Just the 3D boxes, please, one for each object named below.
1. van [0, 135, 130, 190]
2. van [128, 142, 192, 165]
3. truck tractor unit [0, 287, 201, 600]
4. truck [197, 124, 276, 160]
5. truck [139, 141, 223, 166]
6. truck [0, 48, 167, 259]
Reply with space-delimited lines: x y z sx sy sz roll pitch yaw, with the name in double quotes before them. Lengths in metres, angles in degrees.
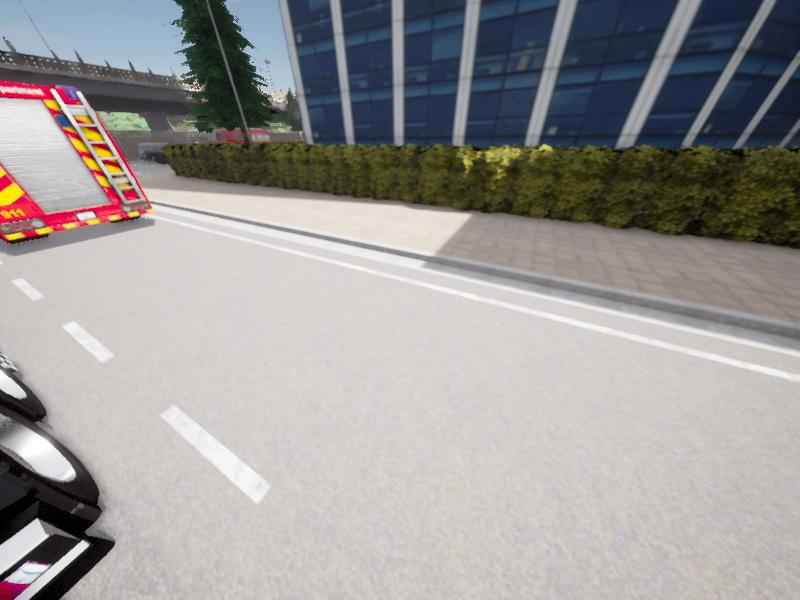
"van" -22.611 -9.406 15.547 2.351 2.431 6.366 -13 35 -10
"van" -27.999 -17.331 27.205 1.775 1.987 4.442 16 38 22
"truck tractor unit" -5.163 -0.241 0.736 6.516 4.208 3.053 16 38 23
"truck" -23.432 -23.213 33.931 2.891 3.827 8.468 16 38 22
"truck" -24.562 -16.842 26.366 2.390 2.098 6.274 16 38 22
"truck" -12.073 -4.377 7.034 8.468 3.827 2.891 16 38 22
